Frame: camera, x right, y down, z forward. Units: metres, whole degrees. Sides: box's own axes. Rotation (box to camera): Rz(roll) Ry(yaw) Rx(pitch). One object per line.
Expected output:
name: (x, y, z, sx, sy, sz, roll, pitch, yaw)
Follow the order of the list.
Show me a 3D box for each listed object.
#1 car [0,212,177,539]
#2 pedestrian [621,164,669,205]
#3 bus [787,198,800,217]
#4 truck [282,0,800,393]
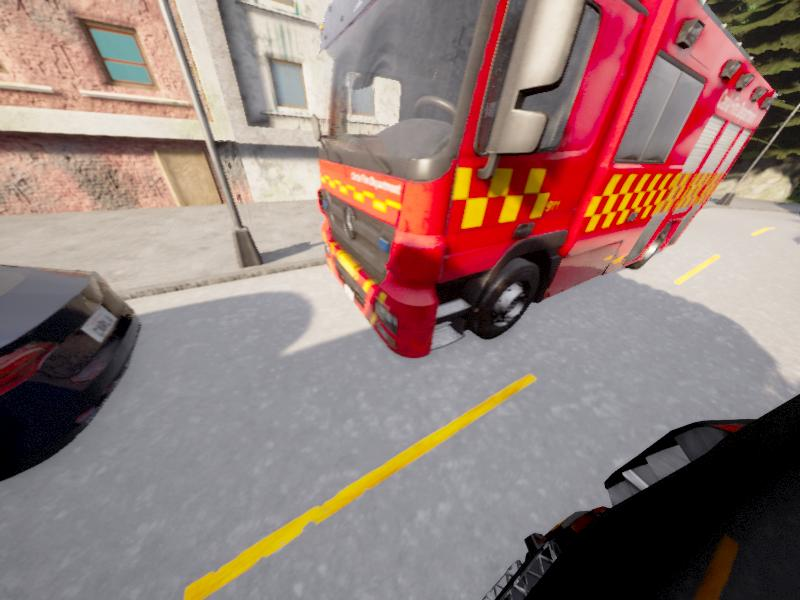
car: (-4.647, 0.818, 1.028, 4.792, 1.488, 2.163, -16, 38, -26)
pedestrian: (13.067, -6.165, 12.381, 0.751, 1.860, 0.751, -6, 35, -13)
bus: (24.812, -3.994, 8.100, 10.273, 4.253, 3.944, 30, 42, 34)
truck: (2.990, -2.371, 4.317, 8.468, 3.827, 2.891, -16, 38, -26)
